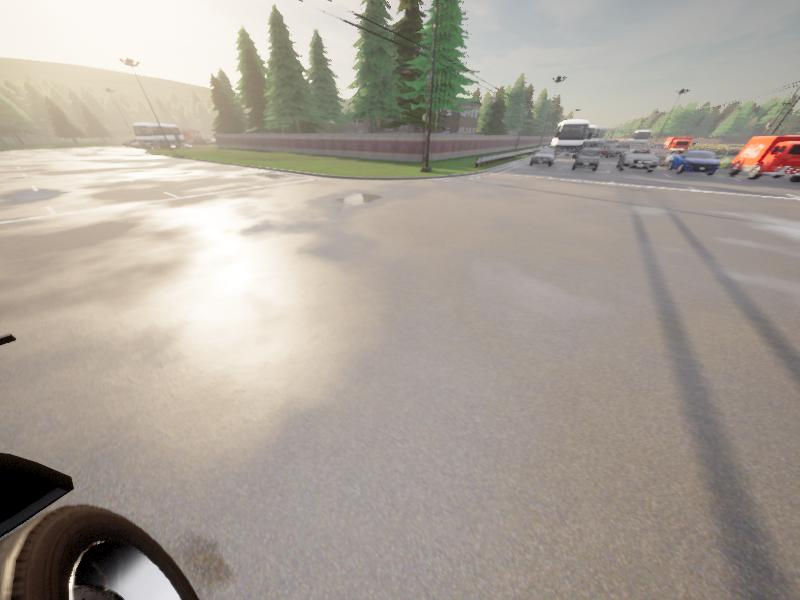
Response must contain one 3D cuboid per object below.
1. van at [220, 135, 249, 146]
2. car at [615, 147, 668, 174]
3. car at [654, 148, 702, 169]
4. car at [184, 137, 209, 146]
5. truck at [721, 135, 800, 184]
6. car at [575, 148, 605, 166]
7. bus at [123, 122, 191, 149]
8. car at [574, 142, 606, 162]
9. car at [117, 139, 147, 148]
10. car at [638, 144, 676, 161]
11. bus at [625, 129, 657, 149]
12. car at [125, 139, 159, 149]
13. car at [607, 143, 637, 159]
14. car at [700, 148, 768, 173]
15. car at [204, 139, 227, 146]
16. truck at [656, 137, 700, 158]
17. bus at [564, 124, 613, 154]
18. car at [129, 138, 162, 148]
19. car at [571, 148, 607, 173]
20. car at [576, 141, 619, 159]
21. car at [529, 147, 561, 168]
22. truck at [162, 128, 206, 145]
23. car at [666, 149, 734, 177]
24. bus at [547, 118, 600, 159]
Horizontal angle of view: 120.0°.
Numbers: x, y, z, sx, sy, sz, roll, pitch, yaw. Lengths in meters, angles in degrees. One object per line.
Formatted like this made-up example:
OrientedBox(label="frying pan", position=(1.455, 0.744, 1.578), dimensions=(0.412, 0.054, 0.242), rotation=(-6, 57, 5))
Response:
OrientedBox(label="van", position=(-46.998, -45.508, 65.789), dimensions=(2.351, 2.431, 6.366), rotation=(9, 36, 13))
OrientedBox(label="car", position=(20.274, -11.968, 19.654), dimensions=(2.152, 1.651, 5.027), rotation=(22, 40, 27))
OrientedBox(label="car", position=(26.930, -13.891, 22.570), dimensions=(1.970, 1.475, 3.806), rotation=(22, 40, 27))
OrientedBox(label="car", position=(-55.208, -43.134, 62.831), dimensions=(1.932, 1.855, 4.605), rotation=(8, 36, 10))
OrientedBox(label="truck", position=(25.537, -9.574, 15.588), dimensions=(2.627, 2.467, 5.204), rotation=(22, 40, 27))
OrientedBox(label="car", position=(20.289, -15.339, 24.648), dimensions=(1.994, 1.385, 4.181), rotation=(23, 41, 28))
OrientedBox(label="bus", position=(-49.680, -34.123, 48.054), dimensions=(3.944, 4.253, 10.273), rotation=(-5, 36, -7))
OrientedBox(label="car", position=(23.214, -18.307, 28.426), dimensions=(1.905, 1.878, 3.866), rotation=(14, 38, 19))
OrientedBox(label="car", position=(-60.512, -35.516, 52.326), dimensions=(1.816, 1.474, 4.193), rotation=(0, 35, -1))
OrientedBox(label="car", position=(33.383, -19.336, 30.181), dimensions=(2.242, 1.667, 4.611), rotation=(22, 40, 27))
OrientedBox(label="bus", position=(68.953, -46.298, 66.489), dimensions=(3.944, 4.253, 10.273), rotation=(22, 41, 27))
OrientedBox(label="car", position=(-53.160, -32.339, 47.848), dimensions=(1.801, 1.575, 5.366), rotation=(-5, 36, -7))
OrientedBox(label="car", position=(31.012, -20.811, 32.273), dimensions=(2.242, 1.667, 4.611), rotation=(27, 44, 34))
OrientedBox(label="car", position=(29.655, -12.619, 20.752), dimensions=(2.007, 1.525, 4.514), rotation=(22, 41, 27))
OrientedBox(label="car", position=(-51.217, -43.830, 64.201), dimensions=(2.163, 1.488, 4.792), rotation=(8, 36, 10))
OrientedBox(label="truck", position=(41.805, -23.118, 34.922), dimensions=(2.627, 2.467, 5.204), rotation=(22, 41, 27))
OrientedBox(label="bus", position=(35.725, -30.407, 43.641), dimensions=(10.273, 4.253, 3.944), rotation=(-30, 45, -35))
OrientedBox(label="car", position=(-57.028, -35.240, 51.829), dimensions=(2.033, 1.649, 4.856), rotation=(0, 35, -1))
OrientedBox(label="car", position=(16.036, -11.970, 19.677), dimensions=(1.789, 1.549, 3.705), rotation=(22, 40, 27))
OrientedBox(label="car", position=(26.716, -20.252, 31.263), dimensions=(4.611, 1.667, 2.242), rotation=(-14, 41, -24))
OrientedBox(label="car", position=(14.266, -14.010, 22.640), dimensions=(1.812, 1.442, 4.674), rotation=(22, 40, 27))
OrientedBox(label="truck", position=(-61.303, -46.550, 65.912), dimensions=(2.891, 3.827, 8.468), rotation=(8, 36, 10))
OrientedBox(label="car", position=(23.329, -10.919, 18.270), dimensions=(1.882, 1.535, 5.008), rotation=(22, 40, 27))
OrientedBox(label="bus", position=(24.253, -23.126, 33.213), dimensions=(3.944, 4.253, 10.273), rotation=(16, 38, 21))
